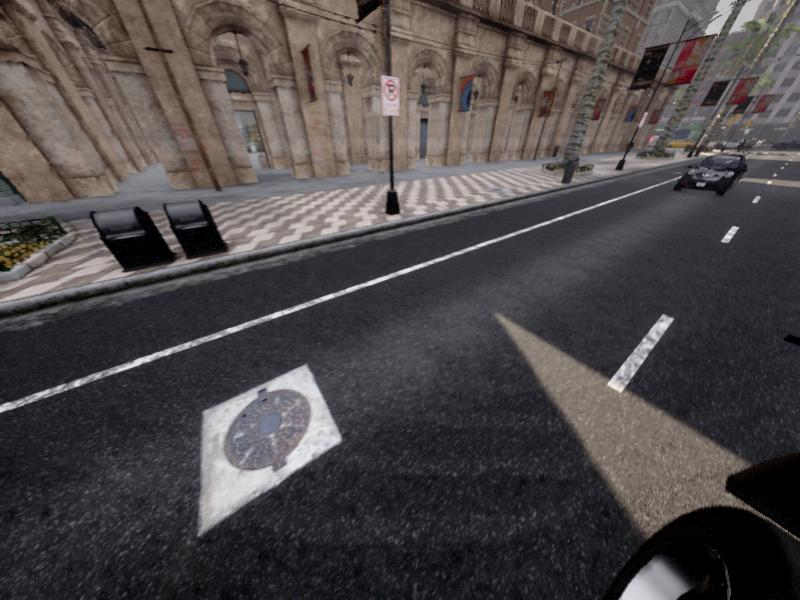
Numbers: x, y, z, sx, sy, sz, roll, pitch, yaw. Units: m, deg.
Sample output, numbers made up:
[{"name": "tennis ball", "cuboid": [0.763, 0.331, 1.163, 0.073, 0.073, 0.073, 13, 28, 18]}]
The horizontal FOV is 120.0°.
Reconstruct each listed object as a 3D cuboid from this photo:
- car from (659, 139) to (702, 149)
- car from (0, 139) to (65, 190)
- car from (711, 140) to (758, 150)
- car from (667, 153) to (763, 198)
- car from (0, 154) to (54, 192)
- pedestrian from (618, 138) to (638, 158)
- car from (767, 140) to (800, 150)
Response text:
[{"name": "car", "cuboid": [59.365, -33.159, 49.031, 1.801, 1.575, 5.366, -22, 41, -28]}, {"name": "car", "cuboid": [-21.683, -6.475, 11.153, 5.566, 2.045, 2.435, -22, 41, -28]}, {"name": "car", "cuboid": [63.903, -29.771, 44.234, 2.038, 1.542, 4.974, -26, 43, -31]}, {"name": "car", "cuboid": [15.017, -6.062, 11.046, 3.633, 1.501, 1.845, -22, 41, -28]}, {"name": "car", "cuboid": [-21.634, -6.174, 11.406, 4.514, 1.523, 2.007, -22, 41, -28]}, {"name": "pedestrian", "cuboid": [25.864, -17.224, 26.181, 0.751, 1.860, 0.751, -22, 41, -28]}, {"name": "car", "cuboid": [70.847, -27.687, 41.340, 5.357, 1.411, 2.033, 11, 37, 16]}]
